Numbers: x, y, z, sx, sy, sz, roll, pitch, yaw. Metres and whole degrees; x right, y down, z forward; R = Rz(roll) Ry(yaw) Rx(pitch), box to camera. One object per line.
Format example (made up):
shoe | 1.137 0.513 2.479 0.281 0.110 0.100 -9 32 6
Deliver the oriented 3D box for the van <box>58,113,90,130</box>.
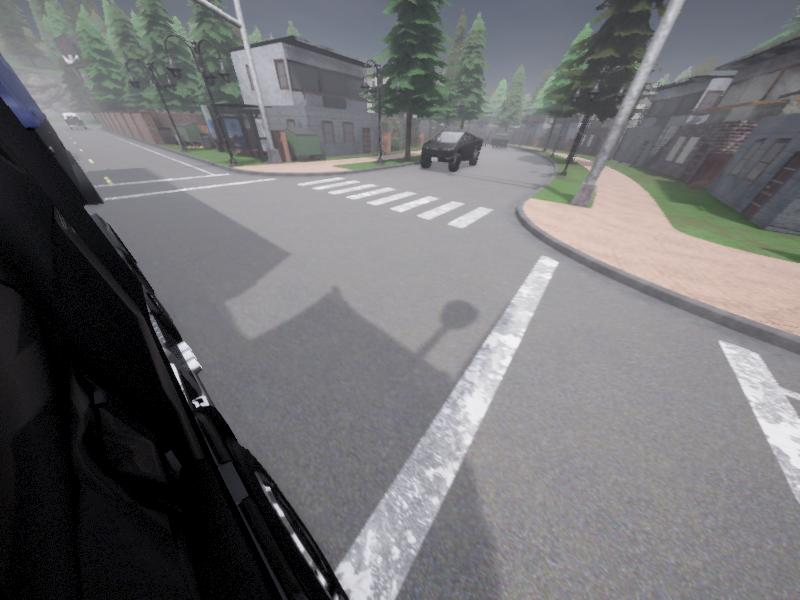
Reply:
van | -51.347 -28.132 36.381 4.480 2.038 2.069 28 44 30

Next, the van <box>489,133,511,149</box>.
van | 16.794 -26.920 39.038 1.775 1.987 4.442 5 37 3

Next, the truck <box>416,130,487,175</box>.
truck | 3.751 -10.363 15.971 2.390 2.098 6.274 22 41 23

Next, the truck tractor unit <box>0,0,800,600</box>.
truck tractor unit | -2.645 -0.295 0.351 6.516 4.208 3.053 28 44 30

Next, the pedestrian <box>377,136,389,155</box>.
pedestrian | -1.514 -13.827 20.650 0.751 1.300 0.751 25 42 27

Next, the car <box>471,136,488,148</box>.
car | 13.305 -26.758 38.986 1.845 1.501 3.633 5 37 2

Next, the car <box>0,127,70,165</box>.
car | -20.226 -8.508 12.631 4.181 1.385 1.994 28 44 30

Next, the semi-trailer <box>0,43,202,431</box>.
semi-trailer | -8.697 -3.601 4.236 14.254 4.402 2.717 28 44 30
